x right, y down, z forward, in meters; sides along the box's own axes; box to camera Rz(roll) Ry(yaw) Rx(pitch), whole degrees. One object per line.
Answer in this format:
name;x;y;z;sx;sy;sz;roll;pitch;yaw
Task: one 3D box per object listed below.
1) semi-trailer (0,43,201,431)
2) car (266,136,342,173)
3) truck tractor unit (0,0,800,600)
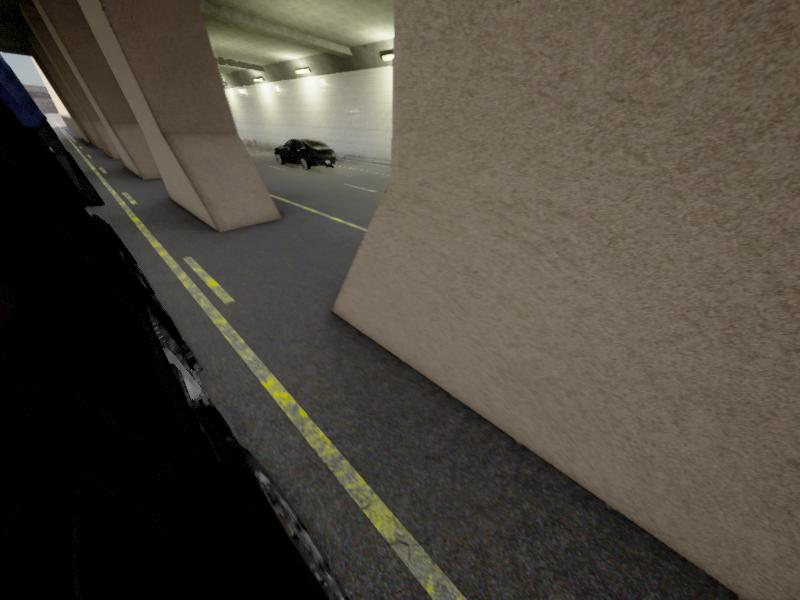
semi-trailer;-8.706;-3.581;4.248;14.254;4.402;2.717;28;44;30
car;-5.953;-9.114;14.296;4.892;1.490;1.837;28;44;30
truck tractor unit;-2.645;-0.295;0.352;6.516;4.208;3.053;28;44;30
